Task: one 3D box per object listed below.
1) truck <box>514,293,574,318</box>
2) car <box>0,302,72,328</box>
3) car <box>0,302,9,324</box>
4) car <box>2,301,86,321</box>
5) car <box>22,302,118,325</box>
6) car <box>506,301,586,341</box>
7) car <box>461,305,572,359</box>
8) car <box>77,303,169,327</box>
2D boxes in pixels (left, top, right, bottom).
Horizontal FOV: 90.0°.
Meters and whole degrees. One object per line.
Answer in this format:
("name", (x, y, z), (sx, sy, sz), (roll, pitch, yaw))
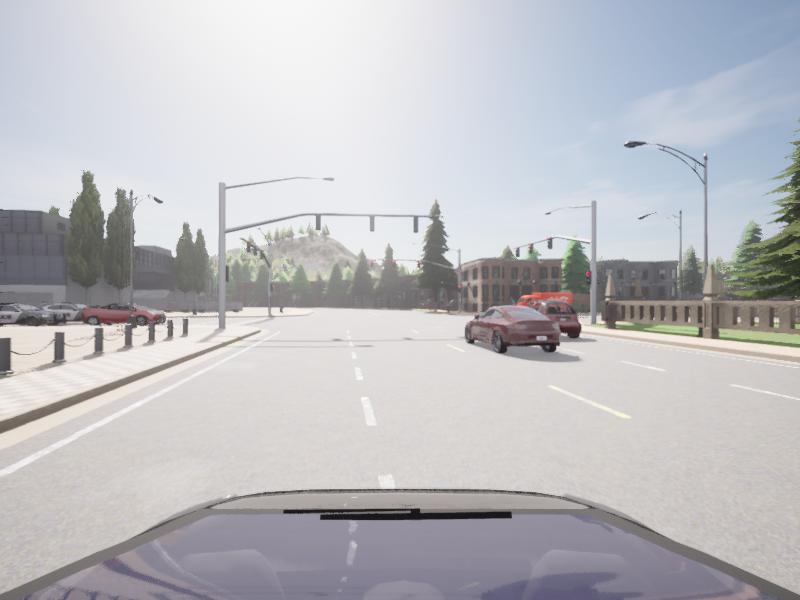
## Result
("truck", (14.925, 0.514, 41.625), (5.204, 2.467, 2.627), (0, 0, -9))
("car", (-24.011, 0.924, 25.088), (4.974, 1.542, 2.038), (0, 0, -9))
("car", (-30.389, 0.936, 27.660), (4.514, 1.525, 2.007), (0, 0, -9))
("car", (-30.752, 0.905, 34.685), (5.238, 1.638, 1.930), (0, 0, -9))
("car", (-23.484, 0.938, 28.708), (4.974, 1.542, 2.038), (0, 0, -9))
("car", (6.542, 0.861, 18.428), (1.851, 1.617, 3.988), (0, 0, -6))
("car", (3.668, 0.925, 13.616), (1.812, 1.442, 4.674), (0, 0, -9))
("car", (-17.837, 0.930, 25.962), (4.514, 1.525, 2.007), (0, 0, -7))
